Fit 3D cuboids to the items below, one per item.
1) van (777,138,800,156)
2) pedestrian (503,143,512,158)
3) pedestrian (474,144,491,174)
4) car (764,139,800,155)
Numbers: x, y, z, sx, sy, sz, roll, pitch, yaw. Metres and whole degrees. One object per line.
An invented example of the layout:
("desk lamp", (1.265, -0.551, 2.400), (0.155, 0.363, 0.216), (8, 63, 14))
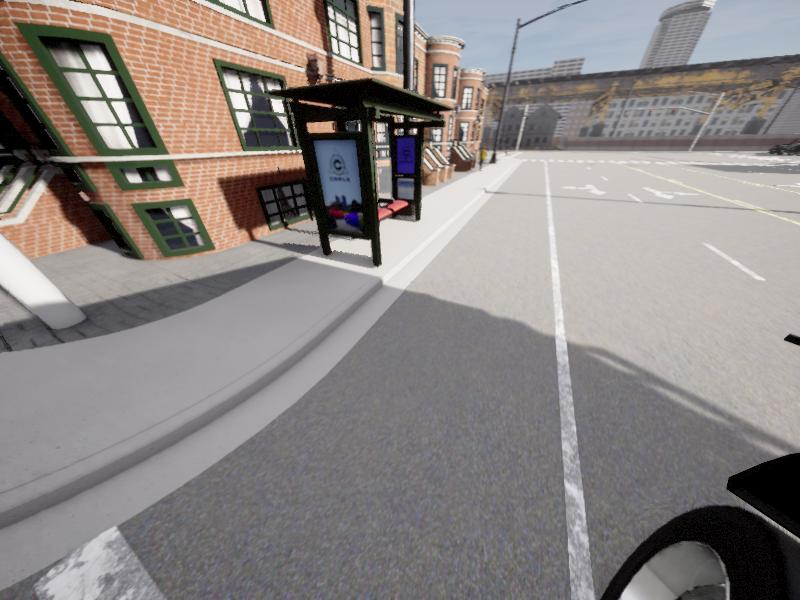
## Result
("van", (54.306, -20.043, 30.266), (4.442, 1.987, 1.775), (16, 38, 22))
("pedestrian", (15.956, -22.262, 34.346), (0.751, 1.860, 0.751), (13, 37, 19))
("pedestrian", (6.208, -10.613, 17.366), (0.751, 1.860, 0.751), (18, 39, 25))
("car", (56.063, -21.743, 32.783), (3.866, 1.878, 1.905), (16, 38, 22))
